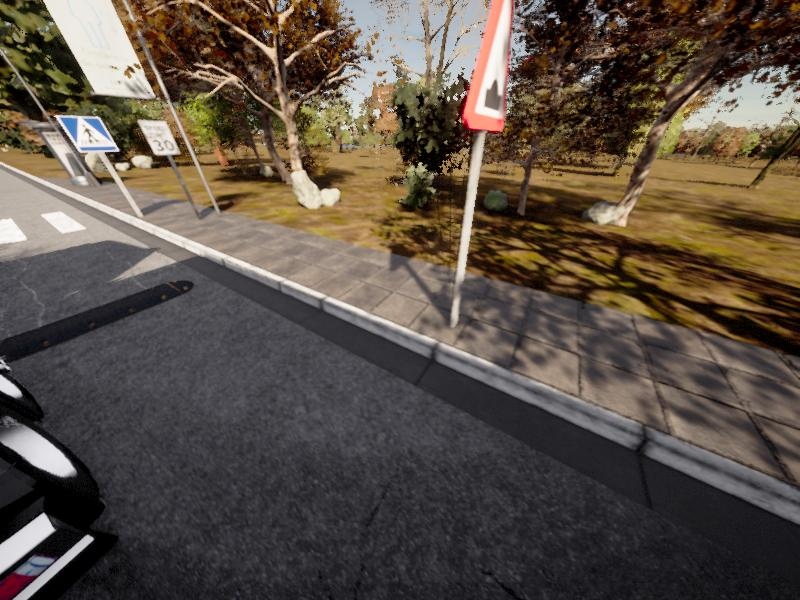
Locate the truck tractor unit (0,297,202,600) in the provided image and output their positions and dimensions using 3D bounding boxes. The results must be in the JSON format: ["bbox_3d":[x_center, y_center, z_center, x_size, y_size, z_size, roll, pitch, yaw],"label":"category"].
[{"bbox_3d":[-5.165,-0.243,0.699,6.516,4.208,3.053,16,38,22],"label":"truck tractor unit"}]
